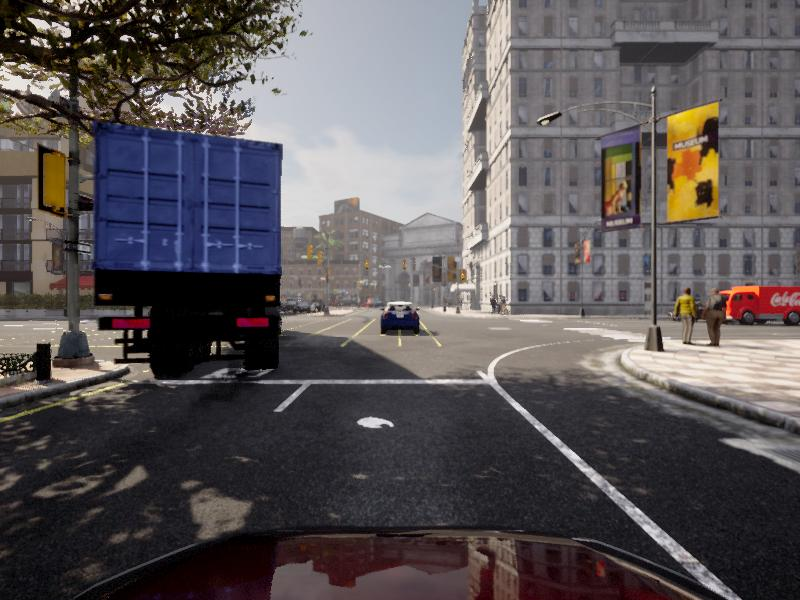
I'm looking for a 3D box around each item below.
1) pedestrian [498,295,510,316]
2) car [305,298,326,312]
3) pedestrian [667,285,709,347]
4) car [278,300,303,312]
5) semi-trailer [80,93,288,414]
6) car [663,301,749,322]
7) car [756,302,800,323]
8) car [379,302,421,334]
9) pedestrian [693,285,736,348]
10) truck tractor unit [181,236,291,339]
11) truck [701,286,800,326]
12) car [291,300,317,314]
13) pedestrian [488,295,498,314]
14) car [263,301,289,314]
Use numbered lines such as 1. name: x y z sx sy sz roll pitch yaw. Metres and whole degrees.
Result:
1. pedestrian: 9.432 0.482 36.343 0.751 1.860 0.751 0 0 -33
2. car: -11.485 0.648 54.488 1.932 1.855 4.605 0 0 0
3. pedestrian: 9.060 0.484 12.604 0.751 1.860 0.751 0 0 -15
4. car: -14.985 0.767 55.106 1.930 1.638 5.238 0 0 0
5. semi-trailer: -5.235 -0.622 12.697 2.717 4.402 14.254 0 0 -18
6. car: 22.330 0.842 29.310 4.892 1.490 1.837 0 0 0
7. car: 29.673 0.892 29.345 5.357 1.411 2.033 0 0 0
8. car: 0.006 0.852 20.536 1.970 1.475 3.806 0 0 0
9. pedestrian: 9.644 0.484 12.296 0.751 1.860 0.751 0 0 8
10. truck tractor unit: -8.332 -0.523 19.840 3.053 4.208 6.516 0 0 -42
11. truck: 23.036 0.355 25.821 5.204 2.467 2.627 0 0 -1
12. car: -11.489 0.823 48.237 2.038 1.542 4.974 0 0 0
13. pedestrian: 9.308 0.482 40.021 0.751 1.860 0.751 0 0 -5
14. car: -14.984 0.850 48.417 1.970 1.475 3.806 0 0 0
